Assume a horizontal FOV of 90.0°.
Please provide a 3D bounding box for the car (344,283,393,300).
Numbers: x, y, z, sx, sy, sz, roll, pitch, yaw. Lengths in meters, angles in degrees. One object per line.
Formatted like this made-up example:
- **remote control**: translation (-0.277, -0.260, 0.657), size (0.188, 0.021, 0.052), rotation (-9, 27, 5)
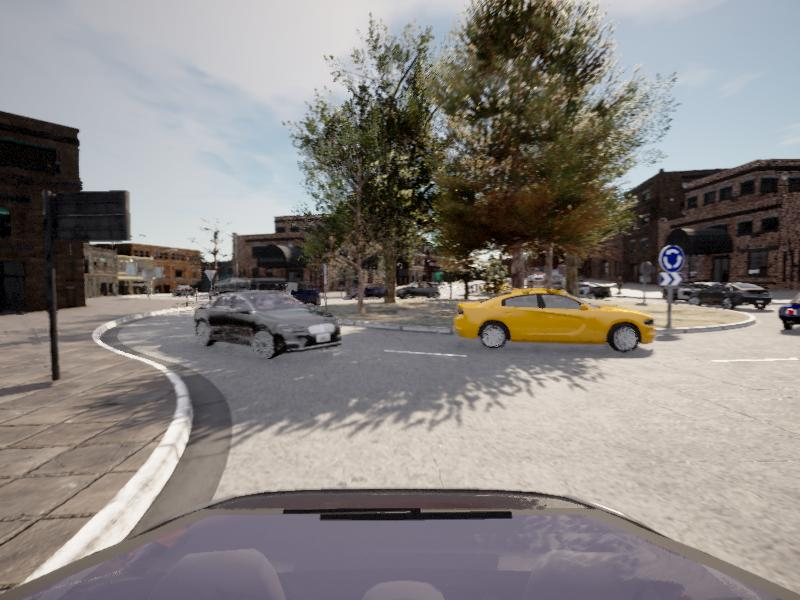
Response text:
- **car**: translation (-2.923, -0.806, 37.158), size (4.193, 1.474, 1.816), rotation (-2, 3, -27)

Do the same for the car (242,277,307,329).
- **car**: translation (-5.345, 0.018, 16.728), size (1.905, 1.878, 3.866), rotation (-2, 3, -28)

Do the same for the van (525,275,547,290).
- **van**: translation (19.587, -2.559, 57.819), size (2.069, 2.038, 4.480), rotation (0, 4, 7)

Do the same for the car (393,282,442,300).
- **car**: translation (1.575, -0.851, 36.284), size (3.988, 1.617, 1.851), rotation (-1, 3, -17)

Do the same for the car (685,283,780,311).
- **car**: translation (19.544, -0.262, 23.874), size (1.837, 1.490, 4.892), rotation (0, 3, 5)

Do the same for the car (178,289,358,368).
- **car**: translation (-3.604, 0.514, 10.442), size (4.902, 1.511, 2.128), rotation (2, 4, 39)

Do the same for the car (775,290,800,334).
- **car**: translation (14.849, 0.364, 13.813), size (4.718, 1.301, 1.895), rotation (-2, 4, -36)

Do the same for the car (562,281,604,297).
- **car**: translation (18.959, -1.189, 41.680), size (1.837, 1.490, 4.892), rotation (-1, 3, -3)

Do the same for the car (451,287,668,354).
- **car**: translation (3.958, 0.447, 10.754), size (5.008, 1.535, 1.882), rotation (0, 3, 12)

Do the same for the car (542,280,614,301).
- **car**: translation (14.991, -0.813, 33.895), size (1.930, 1.638, 5.238), rotation (-2, 3, -44)

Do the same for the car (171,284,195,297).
- **car**: translation (-27.907, -1.192, 51.384), size (2.038, 1.542, 4.974), rotation (-2, 2, -37)

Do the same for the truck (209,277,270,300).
- **truck**: translation (-16.085, -1.192, 39.974), size (6.274, 2.098, 2.390), rotation (1, 3, 31)

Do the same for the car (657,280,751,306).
- **car**: translation (21.502, -0.584, 28.686), size (1.930, 1.638, 5.238), rotation (-1, 3, -15)

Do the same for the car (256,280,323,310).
- **car**: translation (-7.030, -0.392, 26.051), size (2.097, 1.767, 4.553), rotation (1, 3, 16)
